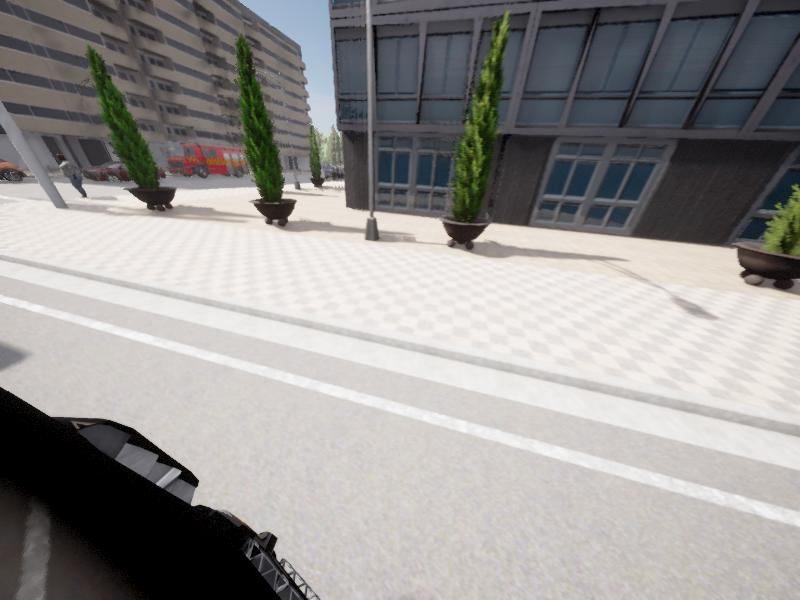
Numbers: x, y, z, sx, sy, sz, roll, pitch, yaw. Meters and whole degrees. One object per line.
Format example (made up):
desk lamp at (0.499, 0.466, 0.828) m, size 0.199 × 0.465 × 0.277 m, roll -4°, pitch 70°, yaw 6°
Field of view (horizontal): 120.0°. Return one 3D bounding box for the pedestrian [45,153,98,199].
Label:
pedestrian at (-15.592, -5.882, 10.998) m, size 0.751 × 1.860 × 0.751 m, roll 21°, pitch 34°, yaw 28°

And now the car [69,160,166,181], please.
car at (-26.265, -12.261, 21.870) m, size 2.033 × 1.411 × 5.357 m, roll 10°, pitch 31°, yaw 12°

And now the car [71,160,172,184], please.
car at (-23.308, -10.946, 19.729) m, size 1.882 × 1.535 × 5.008 m, roll 10°, pitch 30°, yaw 12°

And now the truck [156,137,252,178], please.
truck at (-23.761, -17.612, 28.992) m, size 2.891 × 3.827 × 8.468 m, roll 10°, pitch 31°, yaw 12°

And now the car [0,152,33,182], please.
car at (-28.587, -8.615, 14.887) m, size 2.097 × 1.767 × 4.553 m, roll 12°, pitch 31°, yaw 15°

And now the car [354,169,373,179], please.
car at (-7.336, -25.858, 47.234) m, size 1.801 × 1.575 × 5.366 m, roll 10°, pitch 31°, yaw 12°

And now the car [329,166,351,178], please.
car at (-11.608, -24.985, 45.076) m, size 2.097 × 1.767 × 4.553 m, roll 10°, pitch 31°, yaw 12°

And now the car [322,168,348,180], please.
car at (-10.460, -20.410, 37.494) m, size 2.007 × 1.525 × 4.514 m, roll 10°, pitch 31°, yaw 12°
